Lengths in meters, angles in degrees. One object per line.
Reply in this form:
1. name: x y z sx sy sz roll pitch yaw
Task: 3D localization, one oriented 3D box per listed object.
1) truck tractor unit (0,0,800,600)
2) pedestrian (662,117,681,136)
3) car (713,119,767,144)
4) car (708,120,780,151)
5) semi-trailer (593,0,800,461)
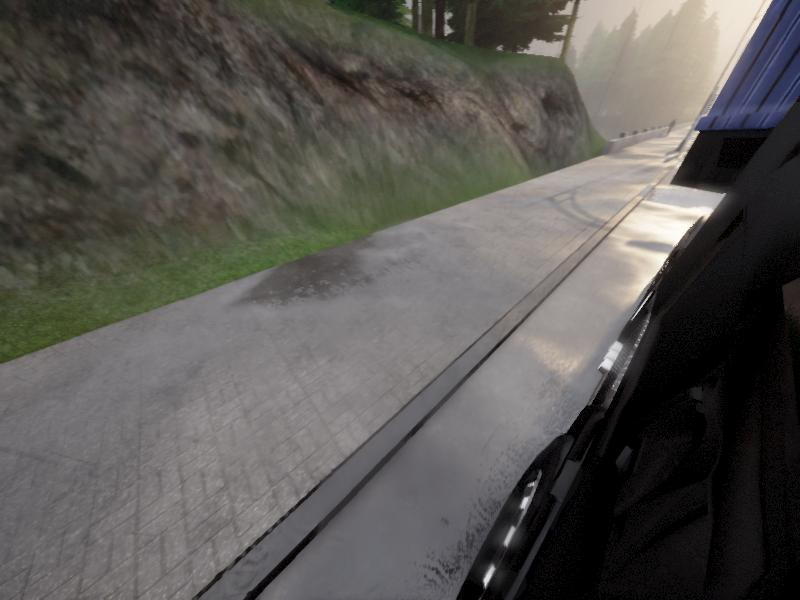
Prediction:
1. truck tractor unit: 2.645 -0.295 0.351 6.516 4.208 3.053 -28 44 -30
2. pedestrian: 33.700 -21.493 28.703 0.751 1.860 0.751 -29 44 -31
3. car: 30.846 -15.402 21.086 4.856 1.649 2.033 -30 44 -31
4. car: 25.304 -12.256 17.168 4.611 1.667 2.242 -30 44 -31
5. semi-trailer: 10.098 -1.333 1.084 14.254 4.402 2.717 -2 35 2
